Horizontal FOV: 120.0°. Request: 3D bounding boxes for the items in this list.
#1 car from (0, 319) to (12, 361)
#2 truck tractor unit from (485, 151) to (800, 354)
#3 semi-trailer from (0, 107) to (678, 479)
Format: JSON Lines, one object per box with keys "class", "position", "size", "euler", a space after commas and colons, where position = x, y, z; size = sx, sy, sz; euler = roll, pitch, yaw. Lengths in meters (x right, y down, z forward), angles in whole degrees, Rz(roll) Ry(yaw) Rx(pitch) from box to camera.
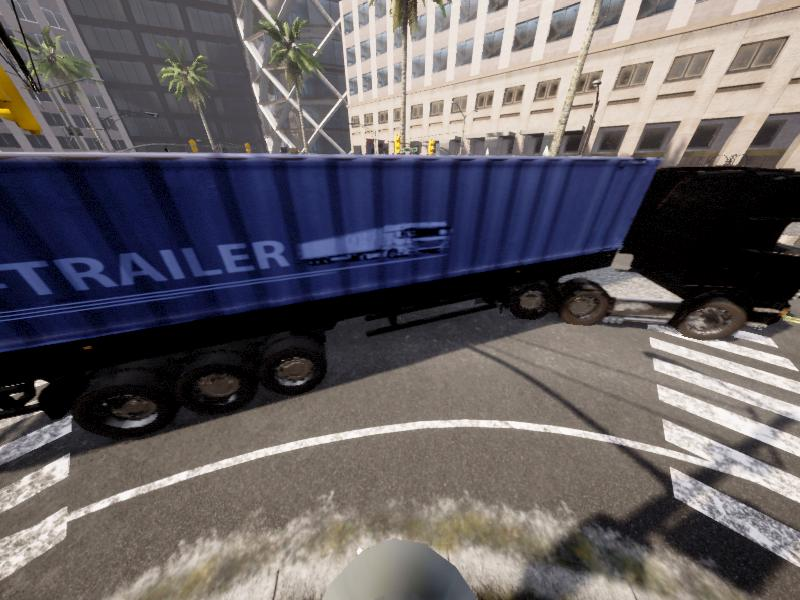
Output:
{"class": "car", "position": [-11.329, 1.203, 4.391], "size": [1.845, 1.501, 3.633], "euler": [22, 37, 33]}
{"class": "truck tractor unit", "position": [6.352, -1.585, 6.518], "size": [6.516, 4.208, 3.053], "euler": [6, 30, 11]}
{"class": "semi-trailer", "position": [-1.162, -0.855, 5.043], "size": [14.254, 4.402, 2.717], "euler": [-10, 31, -17]}
